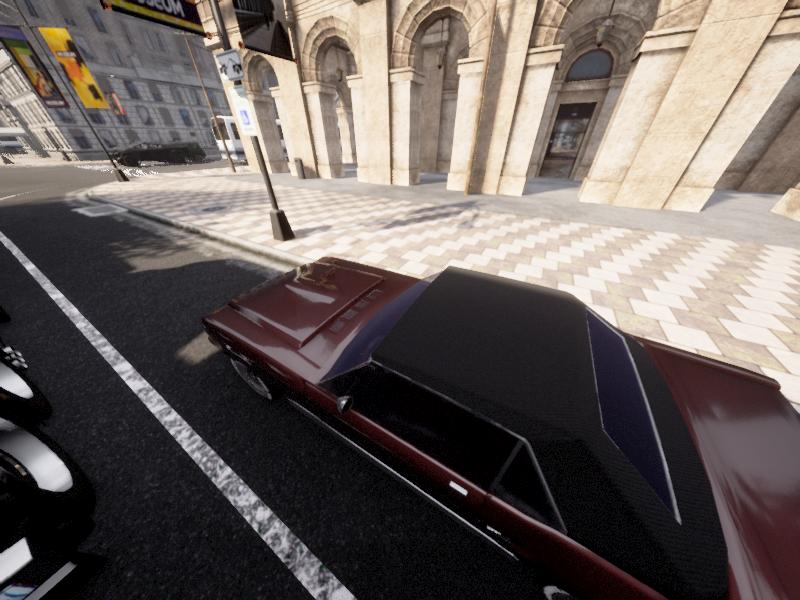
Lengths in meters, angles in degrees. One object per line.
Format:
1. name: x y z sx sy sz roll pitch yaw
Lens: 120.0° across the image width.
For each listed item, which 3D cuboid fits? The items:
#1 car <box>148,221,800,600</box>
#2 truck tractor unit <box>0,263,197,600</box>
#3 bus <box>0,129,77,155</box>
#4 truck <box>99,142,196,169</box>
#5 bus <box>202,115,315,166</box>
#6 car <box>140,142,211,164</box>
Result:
1. car: 0.290 0.506 2.122 4.718 1.301 1.895 18 39 24
2. truck tractor unit: -5.118 -0.291 0.794 6.516 4.208 3.053 18 39 25
3. bus: -79.320 -34.018 49.618 3.944 4.253 10.273 18 39 25
4. truck: -26.471 -15.538 24.635 2.390 2.098 6.274 18 39 24
5. bus: -16.051 -19.102 27.801 3.944 4.253 10.273 19 39 25
6. car: -27.645 -18.374 28.761 2.150 2.045 5.566 18 39 24
